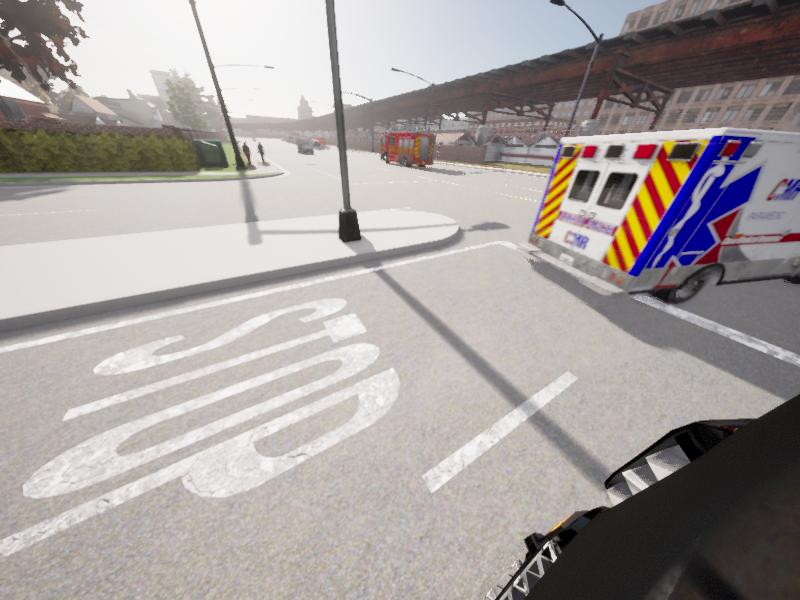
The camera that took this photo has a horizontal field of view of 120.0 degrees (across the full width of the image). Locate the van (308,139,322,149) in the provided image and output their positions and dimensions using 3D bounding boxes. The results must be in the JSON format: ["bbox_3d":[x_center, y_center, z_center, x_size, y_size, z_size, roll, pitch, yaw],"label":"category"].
[{"bbox_3d":[-22.702,-41.559,61.598,2.069,2.038,4.480,-16,39,-26],"label":"van"}]

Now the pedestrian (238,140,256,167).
[{"bbox_3d":[-12.604,-12.053,19.059,0.751,1.860,0.751,-17,38,-26],"label":"pedestrian"}]

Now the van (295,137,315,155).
[{"bbox_3d":[-17.845,-28.914,43.357,1.988,2.561,5.915,-16,39,-26],"label":"van"}]

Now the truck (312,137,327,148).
[{"bbox_3d":[-24.052,-47.097,69.043,2.627,2.467,5.204,-16,39,-26],"label":"truck"}]

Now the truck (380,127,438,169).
[{"bbox_3d":[0.670,-18.891,28.699,2.891,3.827,8.468,-16,38,-26],"label":"truck"}]

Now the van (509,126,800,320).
[{"bbox_3d":[5.998,-1.615,4.521,6.366,2.431,2.351,-5,33,-11],"label":"van"}]

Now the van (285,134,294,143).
[{"bbox_3d":[-42.530,-62.025,88.812,1.988,2.561,5.915,-16,39,-26],"label":"van"}]

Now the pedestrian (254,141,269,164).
[{"bbox_3d":[-13.136,-13.994,21.924,0.751,1.860,0.751,-11,36,-19],"label":"pedestrian"}]

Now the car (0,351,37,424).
[{"bbox_3d":[-5.541,1.427,0.115,5.357,1.411,2.033,-17,38,-26],"label":"car"}]
